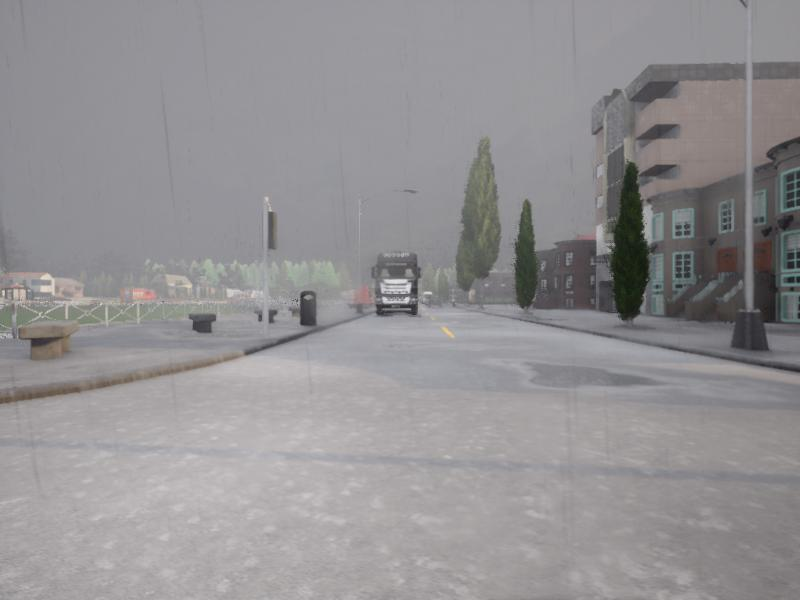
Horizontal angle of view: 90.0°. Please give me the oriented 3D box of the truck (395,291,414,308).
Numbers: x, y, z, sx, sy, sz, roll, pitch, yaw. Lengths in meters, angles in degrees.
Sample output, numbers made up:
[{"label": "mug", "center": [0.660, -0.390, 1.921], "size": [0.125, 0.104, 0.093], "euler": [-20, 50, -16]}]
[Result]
[{"label": "truck", "center": [0.703, -0.057, 53.939], "size": [2.390, 2.098, 6.274], "euler": [0, 0, 2]}]

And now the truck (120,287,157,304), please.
[{"label": "truck", "center": [-59.882, -0.931, 91.963], "size": [2.891, 3.827, 8.468], "euler": [0, 0, 2]}]

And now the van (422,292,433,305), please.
[{"label": "van", "center": [5.499, -0.279, 80.905], "size": [1.988, 2.561, 5.915], "euler": [0, -1, 2]}]

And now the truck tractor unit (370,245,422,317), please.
[{"label": "truck tractor unit", "center": [-0.156, -1.117, 26.669], "size": [3.053, 4.208, 6.516], "euler": [0, 0, 1]}]

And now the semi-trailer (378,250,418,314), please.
[{"label": "semi-trailer", "center": [0.033, -1.217, 34.580], "size": [2.717, 4.402, 14.254], "euler": [0, 0, 1]}]

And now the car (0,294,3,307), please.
[{"label": "car", "center": [-60.911, 0.039, 58.487], "size": [1.905, 1.878, 3.866], "euler": [0, 0, 2]}]

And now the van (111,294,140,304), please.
[{"label": "van", "center": [-63.852, -0.234, 93.248], "size": [2.351, 2.431, 6.366], "euler": [0, 0, 2]}]
